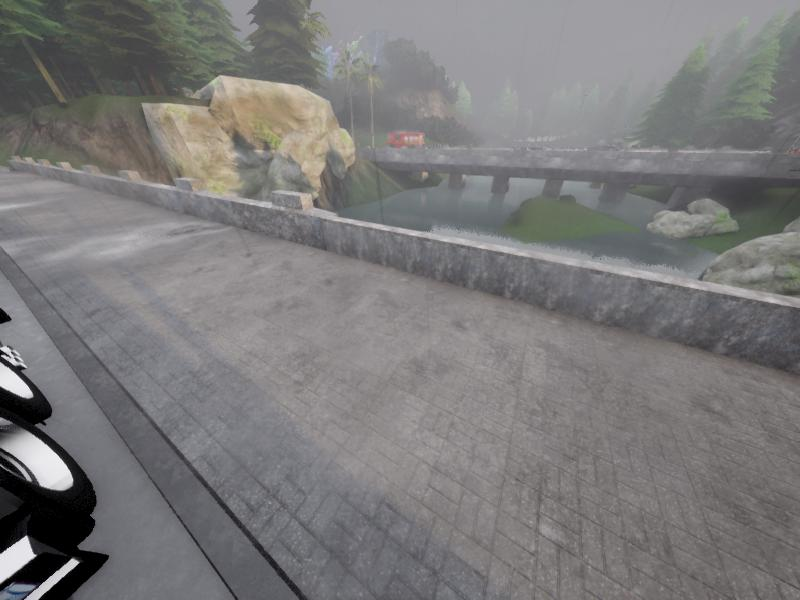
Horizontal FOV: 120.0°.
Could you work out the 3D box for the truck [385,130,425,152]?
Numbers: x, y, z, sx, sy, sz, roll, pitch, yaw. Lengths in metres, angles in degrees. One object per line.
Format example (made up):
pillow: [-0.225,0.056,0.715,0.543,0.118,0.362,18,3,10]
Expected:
truck: [1.062,-35.492,51.650,8.468,3.827,2.891,19,39,25]

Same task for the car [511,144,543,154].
car: [23.059,-27.425,41.973,4.674,1.442,1.812,19,39,25]

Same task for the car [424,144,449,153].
car: [7.216,-30.106,45.878,4.514,1.525,2.007,19,39,25]

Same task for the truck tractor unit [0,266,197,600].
truck tractor unit: [-5.118,-0.292,0.782,6.516,4.208,3.053,18,39,24]

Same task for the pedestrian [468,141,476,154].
pedestrian: [12.309,-26.166,39.657,0.751,1.860,0.751,22,41,29]

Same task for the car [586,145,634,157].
car: [31.191,-22.322,34.536,4.892,1.490,1.837,18,39,25]
